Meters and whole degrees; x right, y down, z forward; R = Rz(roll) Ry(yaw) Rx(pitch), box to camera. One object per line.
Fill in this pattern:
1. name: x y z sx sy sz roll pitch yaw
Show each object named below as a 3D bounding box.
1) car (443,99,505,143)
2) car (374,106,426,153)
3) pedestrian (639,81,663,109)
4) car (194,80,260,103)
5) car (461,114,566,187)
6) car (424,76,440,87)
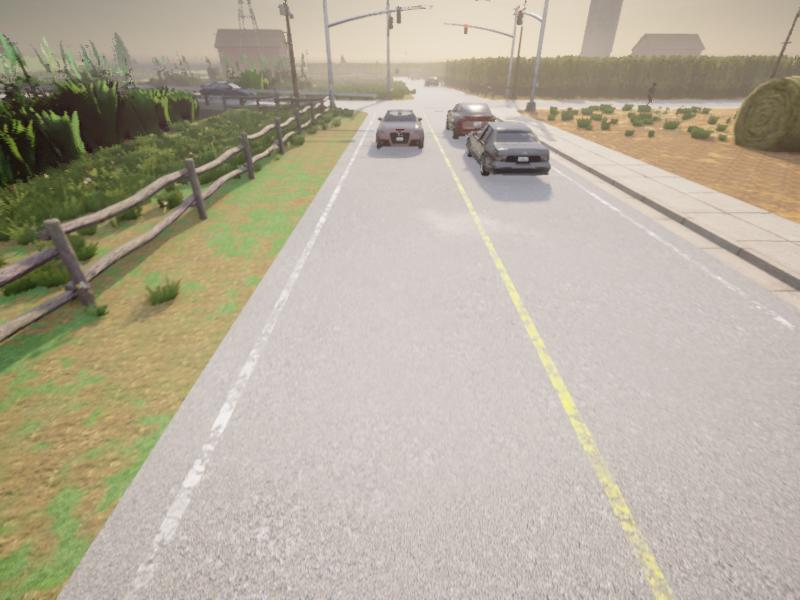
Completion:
1. car: 3.484 -8.992 19.849 2.163 1.488 4.792 0 30 0
2. car: 0.000 -7.548 17.497 1.994 1.385 4.181 0 30 0
3. pedestrian: 18.971 -15.476 30.255 0.751 1.860 0.751 -2 30 -3
4. car: -14.825 -17.977 34.493 4.674 1.442 1.812 4 30 1
5. car: 3.489 -5.226 13.512 2.033 1.411 5.357 0 30 0
6. car: 5.354 -36.962 67.615 2.163 1.488 4.792 -1 30 -2
